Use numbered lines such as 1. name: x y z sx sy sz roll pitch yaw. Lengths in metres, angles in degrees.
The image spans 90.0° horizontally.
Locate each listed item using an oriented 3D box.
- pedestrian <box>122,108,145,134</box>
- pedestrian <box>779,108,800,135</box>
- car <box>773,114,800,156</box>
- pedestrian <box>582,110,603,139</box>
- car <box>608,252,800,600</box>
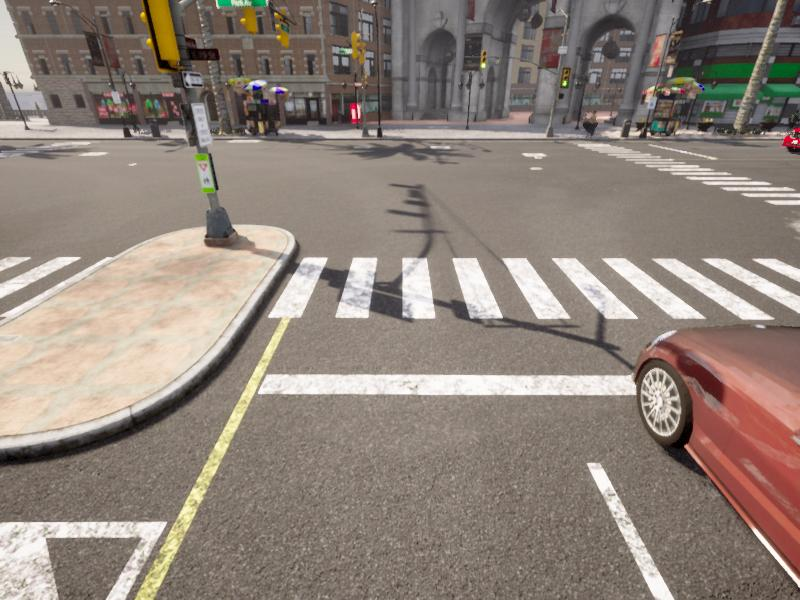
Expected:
1. pedestrian: -21.276 -14.270 31.960 0.751 1.860 0.751 3 27 6
2. pedestrian: 30.978 -14.069 31.571 0.751 1.860 0.751 -10 29 -19
3. car: 24.643 -9.052 21.998 5.566 2.045 2.150 0 27 0
4. pedestrian: 13.841 -12.638 28.814 0.751 1.860 0.751 1 27 2
5. car: 3.502 1.423 2.063 2.152 1.651 5.027 0 27 0
